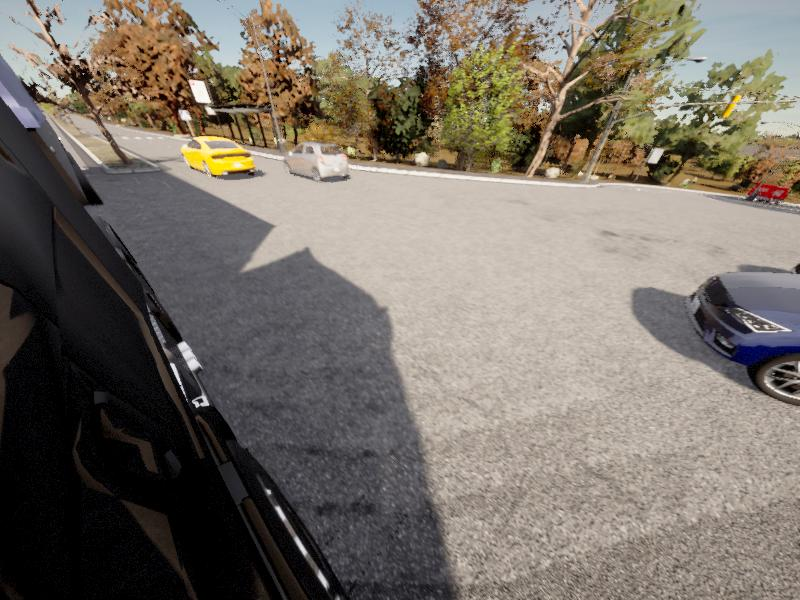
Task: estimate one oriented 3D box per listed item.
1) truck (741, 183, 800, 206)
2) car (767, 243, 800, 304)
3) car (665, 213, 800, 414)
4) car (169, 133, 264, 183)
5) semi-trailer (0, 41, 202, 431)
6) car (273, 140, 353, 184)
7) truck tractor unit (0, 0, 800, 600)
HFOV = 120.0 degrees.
[{"bbox_3d":[58.898,-16.803,36.783,5.204,2.467,2.627,0,36,-13],"label":"truck"},{"bbox_3d":[8.952,0.099,2.910,4.181,1.385,1.994,27,42,30],"label":"car"},{"bbox_3d":[5.618,0.636,1.910,4.193,1.474,1.816,27,42,31],"label":"car"},{"bbox_3d":[-9.153,-7.197,11.473,5.008,1.535,1.882,28,44,29],"label":"car"},{"bbox_3d":[-8.700,-3.590,4.247,14.254,4.402,2.717,28,43,30],"label":"semi-trailer"},{"bbox_3d":[-4.302,-6.963,11.476,3.633,1.501,1.845,28,43,30],"label":"car"},{"bbox_3d":[-2.645,-0.295,0.351,6.516,4.208,3.053,28,44,30],"label":"truck tractor unit"}]
